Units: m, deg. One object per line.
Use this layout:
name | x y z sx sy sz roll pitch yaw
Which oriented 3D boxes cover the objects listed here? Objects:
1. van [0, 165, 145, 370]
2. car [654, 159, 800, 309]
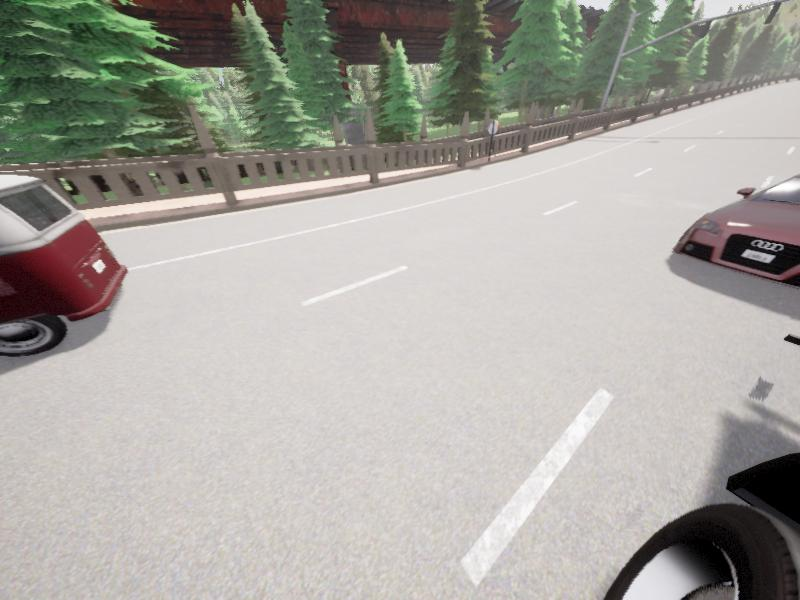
van | -6.297 0.003 2.308 4.442 1.987 1.775 -22 41 -28
car | 7.308 -1.415 4.103 4.181 1.385 1.994 -18 39 -19
